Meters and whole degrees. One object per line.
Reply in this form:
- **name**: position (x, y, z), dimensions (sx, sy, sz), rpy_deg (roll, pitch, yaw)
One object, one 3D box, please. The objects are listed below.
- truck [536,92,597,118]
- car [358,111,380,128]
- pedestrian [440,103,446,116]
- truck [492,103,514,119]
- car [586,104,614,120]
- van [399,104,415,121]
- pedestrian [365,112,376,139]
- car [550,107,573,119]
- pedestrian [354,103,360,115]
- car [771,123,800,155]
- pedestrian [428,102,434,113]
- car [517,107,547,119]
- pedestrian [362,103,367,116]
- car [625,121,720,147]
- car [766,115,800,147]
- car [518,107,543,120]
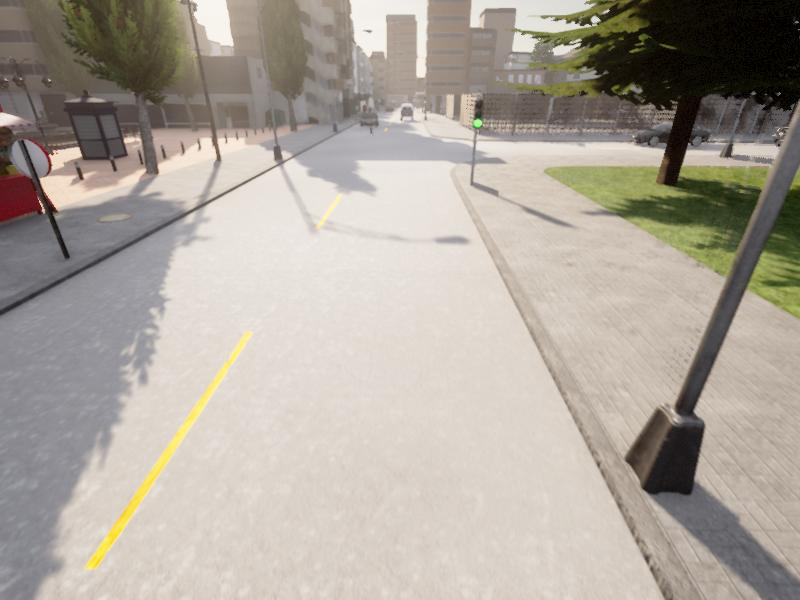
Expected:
- **truck**: position (27.751, -32.716, 67.066), dimensions (8.468, 3.827, 2.891), rpy_deg (1, 27, 1)
- **car**: position (-3.297, -19.838, 43.842), dimensions (2.007, 1.525, 4.514), rpy_deg (0, 27, 1)
- **pedestrian**: position (6.799, -30.062, 63.235), dimensions (0.751, 1.860, 0.751), rpy_deg (-2, 27, -5)
- **truck**: position (14.960, -27.630, 58.424), dimensions (2.069, 2.038, 4.478), rpy_deg (1, 27, 1)
- **car**: position (28.700, -27.112, 57.611), dimensions (1.905, 1.878, 3.866), rpy_deg (1, 27, 1)
- **van**: position (0.970, -26.169, 55.668), dimensions (2.069, 2.038, 4.480), rpy_deg (0, 26, 1)
- **pedestrian**: position (-2.240, -13.478, 30.970), dimensions (0.751, 1.860, 0.751), rpy_deg (0, 27, 0)
- **car**: position (23.603, -27.433, 58.606), dimensions (1.845, 1.501, 3.633), rpy_deg (1, 27, 1)
- **pedestrian**: position (-7.276, -32.259, 67.510), dimensions (0.751, 1.860, 0.751), rpy_deg (0, 27, 0)
- **car**: position (25.027, -9.526, 23.612), dimensions (3.988, 1.617, 1.851), rpy_deg (1, 27, 1)
- **pedestrian**: position (6.025, -37.245, 77.279), dimensions (0.751, 1.860, 0.751), rpy_deg (-11, 29, -20)
- **car**: position (19.140, -27.227, 58.171), dimensions (3.705, 1.547, 1.789), rpy_deg (1, 27, 1)
- **pedestrian**: position (-5.845, -31.263, 65.563), dimensions (0.751, 1.860, 0.751), rpy_deg (-4, 27, -7)
- **car**: position (18.497, -11.387, 27.368), dimensions (4.892, 1.490, 1.837), rpy_deg (0, 27, 1)
- **car**: position (28.228, -11.435, 27.057), dimensions (4.605, 1.855, 1.932), rpy_deg (0, 27, 0)
- **car**: position (18.916, -27.238, 58.350), dimensions (2.033, 1.415, 5.357), rpy_deg (1, 27, 1)
